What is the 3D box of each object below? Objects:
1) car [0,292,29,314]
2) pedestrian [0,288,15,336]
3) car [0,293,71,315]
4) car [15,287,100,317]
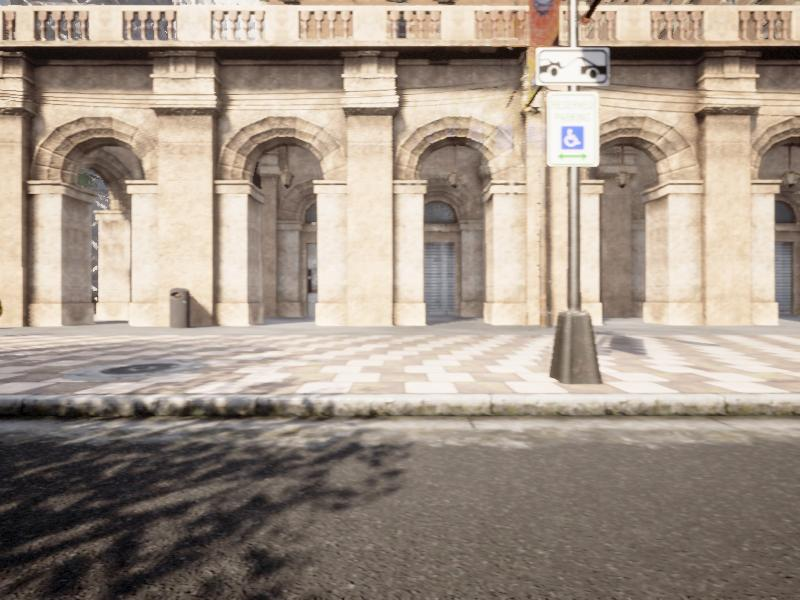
[{"bbox_3d":[-30.148,0.217,28.824,1.930,1.638,5.238,0,0,0],"label":"car"},{"bbox_3d":[-9.332,0.279,9.198,0.500,1.100,0.500,0,0,15],"label":"pedestrian"},{"bbox_3d":[-26.632,0.295,29.221,1.816,1.474,4.193,0,0,0],"label":"car"},{"bbox_3d":[-23.124,0.090,27.286,1.932,1.855,4.605,0,1,-1],"label":"car"}]
